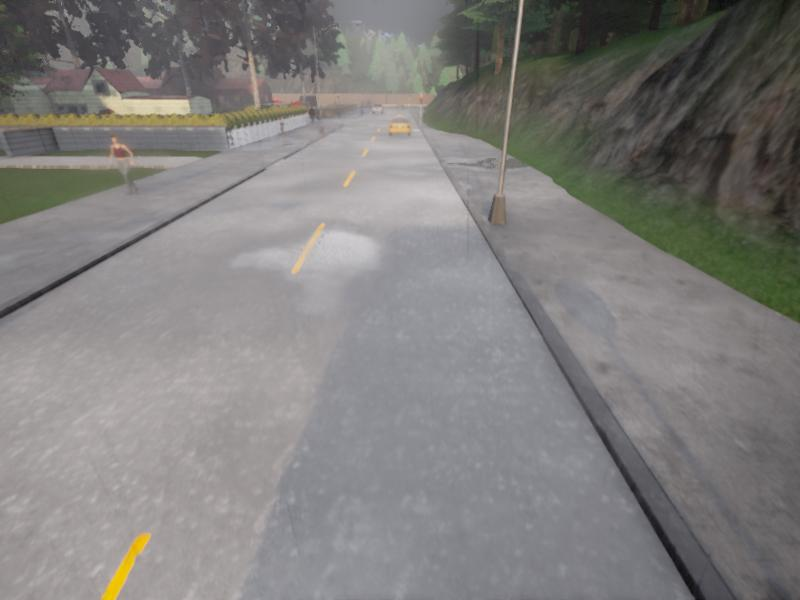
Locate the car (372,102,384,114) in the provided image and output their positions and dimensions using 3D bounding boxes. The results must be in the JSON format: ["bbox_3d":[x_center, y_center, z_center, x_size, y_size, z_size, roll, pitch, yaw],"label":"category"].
[{"bbox_3d":[-4.019,-34.895,72.680,1.932,1.855,4.605,0,27,0],"label":"car"}]

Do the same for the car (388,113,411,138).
[{"bbox_3d":[-0.015,-14.873,33.942,1.801,1.575,5.366,0,27,0],"label":"car"}]

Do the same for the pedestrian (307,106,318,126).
[{"bbox_3d":[-9.195,-19.351,42.041,0.751,1.860,0.751,2,27,4],"label":"pedestrian"}]

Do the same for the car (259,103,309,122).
[{"bbox_3d":[-14.647,-23.799,50.804,5.566,2.045,2.150,0,27,0],"label":"car"}]

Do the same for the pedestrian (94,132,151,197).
[{"bbox_3d":[-8.698,-4.259,12.607,0.751,1.860,0.751,1,27,2],"label":"pedestrian"}]

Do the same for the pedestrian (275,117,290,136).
[{"bbox_3d":[-9.300,-13.752,31.746,0.751,1.300,0.751,5,27,9],"label":"pedestrian"}]

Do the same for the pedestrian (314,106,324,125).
[{"bbox_3d":[-8.887,-20.217,43.733,0.751,1.860,0.751,-12,30,-23],"label":"pedestrian"}]
